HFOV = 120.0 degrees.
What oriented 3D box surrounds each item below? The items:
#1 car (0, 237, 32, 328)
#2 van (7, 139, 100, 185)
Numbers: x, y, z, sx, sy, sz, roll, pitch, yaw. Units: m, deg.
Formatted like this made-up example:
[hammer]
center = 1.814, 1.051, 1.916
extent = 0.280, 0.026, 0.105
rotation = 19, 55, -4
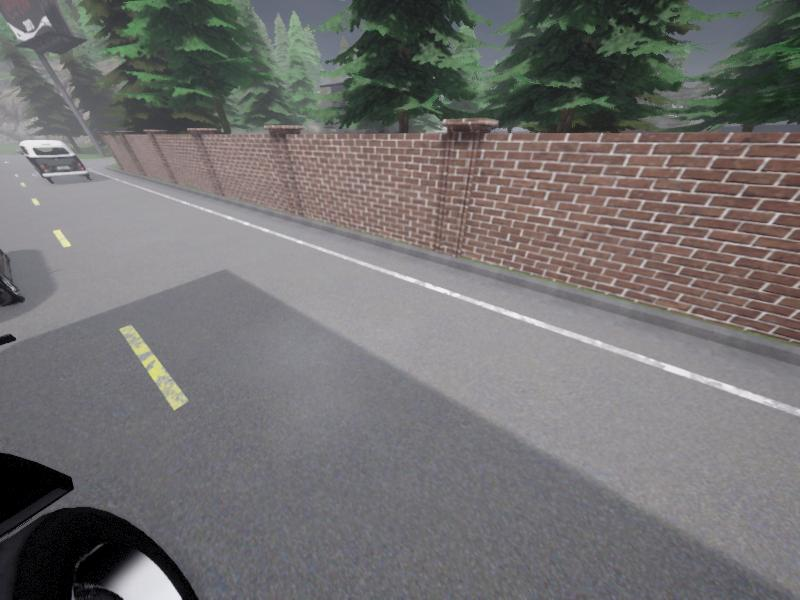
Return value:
[car]
center = -7.879, -0.514, 3.398
extent = 4.181, 1.385, 1.994
rotation = 22, 41, 27
[van]
center = -20.962, -8.465, 14.003
extent = 4.480, 2.038, 2.069
rotation = 22, 41, 27
